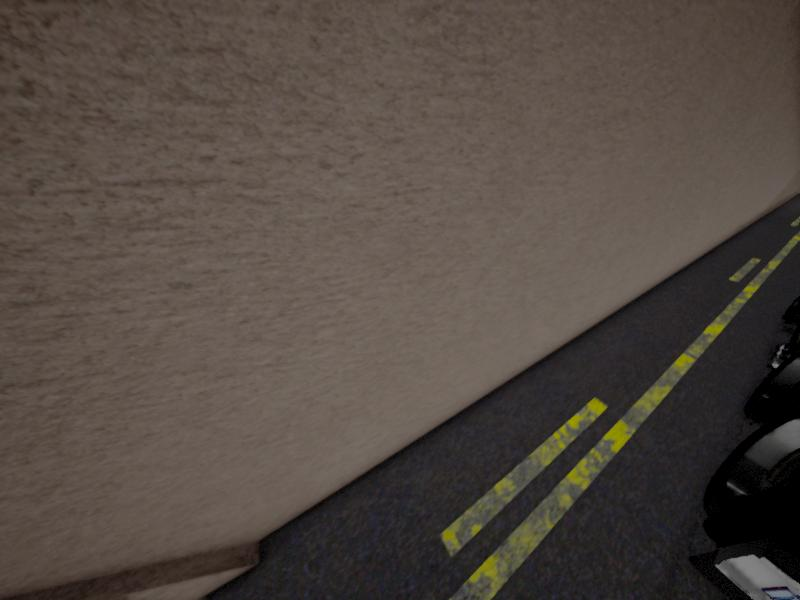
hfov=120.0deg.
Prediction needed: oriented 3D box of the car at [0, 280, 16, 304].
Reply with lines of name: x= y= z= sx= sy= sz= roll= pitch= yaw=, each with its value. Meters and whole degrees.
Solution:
car: x=-8.519 y=0.168 z=2.057 sx=4.605 sy=1.855 sz=1.932 roll=-14 pitch=38 yaw=-21

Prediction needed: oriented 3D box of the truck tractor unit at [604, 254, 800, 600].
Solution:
truck tractor unit: x=5.095 y=-0.316 z=0.808 sx=6.516 sy=4.208 sz=3.053 roll=-19 pitch=39 yaw=-25
